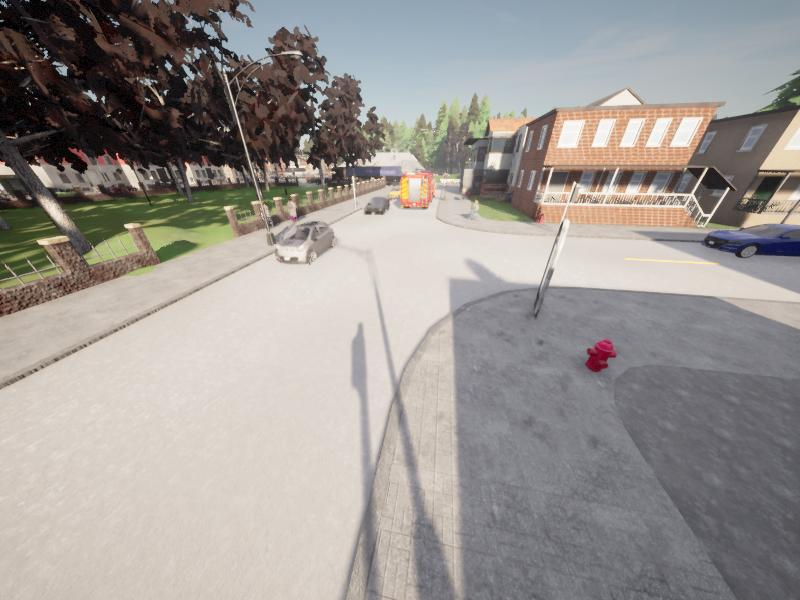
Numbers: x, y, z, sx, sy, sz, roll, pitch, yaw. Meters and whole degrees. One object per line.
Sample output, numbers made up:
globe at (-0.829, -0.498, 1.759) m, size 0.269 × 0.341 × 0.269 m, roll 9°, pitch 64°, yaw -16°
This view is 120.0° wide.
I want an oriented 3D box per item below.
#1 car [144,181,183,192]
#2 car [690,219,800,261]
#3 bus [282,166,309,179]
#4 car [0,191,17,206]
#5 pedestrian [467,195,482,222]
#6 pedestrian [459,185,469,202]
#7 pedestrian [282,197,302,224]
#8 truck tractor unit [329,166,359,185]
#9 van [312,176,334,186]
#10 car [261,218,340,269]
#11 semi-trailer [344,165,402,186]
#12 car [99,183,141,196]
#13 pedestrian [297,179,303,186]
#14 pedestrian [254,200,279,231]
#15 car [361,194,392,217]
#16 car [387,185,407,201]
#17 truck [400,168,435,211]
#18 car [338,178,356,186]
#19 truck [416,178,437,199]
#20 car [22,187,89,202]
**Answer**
car at (-44.278, -21.282, 43.373) m, size 1.837 × 1.490 × 4.892 m, roll 5°, pitch 30°, yaw 8°
car at (19.056, -3.073, 11.791) m, size 5.008 × 1.535 × 1.882 m, roll 5°, pitch 30°, yaw 9°
bus at (-39.153, -48.199, 87.242) m, size 3.944 × 4.253 × 10.273 m, roll 5°, pitch 30°, yaw 9°
car at (-47.776, -11.353, 26.194) m, size 1.970 × 1.475 × 3.806 m, roll 5°, pitch 30°, yaw 9°
pedestrian at (6.014, -7.394, 18.678) m, size 0.751 × 1.860 × 0.751 m, roll 11°, pitch 32°, yaw 18°
pedestrian at (7.940, -13.218, 28.767) m, size 0.751 × 1.860 × 0.751 m, roll 1°, pitch 30°, yaw 2°
pedestrian at (-8.376, -6.974, 17.967) m, size 0.751 × 1.860 × 0.751 m, roll 0°, pitch 30°, yaw 0°
truck tractor unit at (-14.292, -32.215, 59.623) m, size 6.516 × 4.208 × 3.053 m, roll 5°, pitch 30°, yaw 8°
van at (-19.021, -29.661, 57.340) m, size 4.480 × 2.038 × 2.069 m, roll 5°, pitch 30°, yaw 9°
car at (-4.734, -3.012, 11.694) m, size 1.845 × 1.501 × 3.633 m, roll 5°, pitch 30°, yaw 9°
semi-trailer at (-6.740, -31.166, 57.563) m, size 14.254 × 4.402 × 2.717 m, roll 10°, pitch 32°, yaw 17°
car at (-45.449, -17.993, 37.616) m, size 1.789 × 1.549 × 3.705 m, roll 5°, pitch 30°, yaw 9°
pedestrian at (-23.113, -27.136, 53.450) m, size 0.751 × 1.300 × 0.751 m, roll 5°, pitch 30°, yaw 8°
pedestrian at (-9.252, -5.892, 16.094) m, size 0.751 × 1.860 × 0.751 m, roll 5°, pitch 30°, yaw 9°
car at (-2.164, -9.539, 23.133) m, size 2.033 × 1.411 × 5.357 m, roll 3°, pitch 30°, yaw 6°
car at (-0.348, -15.418, 33.131) m, size 1.801 × 1.575 × 5.366 m, roll 5°, pitch 30°, yaw 9°
truck at (2.258, -13.068, 26.816) m, size 2.891 × 3.827 × 8.468 m, roll 6°, pitch 30°, yaw 10°
car at (-12.908, -28.897, 56.527) m, size 3.633 × 1.501 × 1.845 m, roll 5°, pitch 30°, yaw 9°
truck at (4.071, -16.875, 34.767) m, size 2.627 × 2.467 × 5.204 m, roll 5°, pitch 30°, yaw 9°
car at (-46.697, -14.440, 31.490) m, size 2.007 × 1.525 × 4.514 m, roll 5°, pitch 30°, yaw 9°
